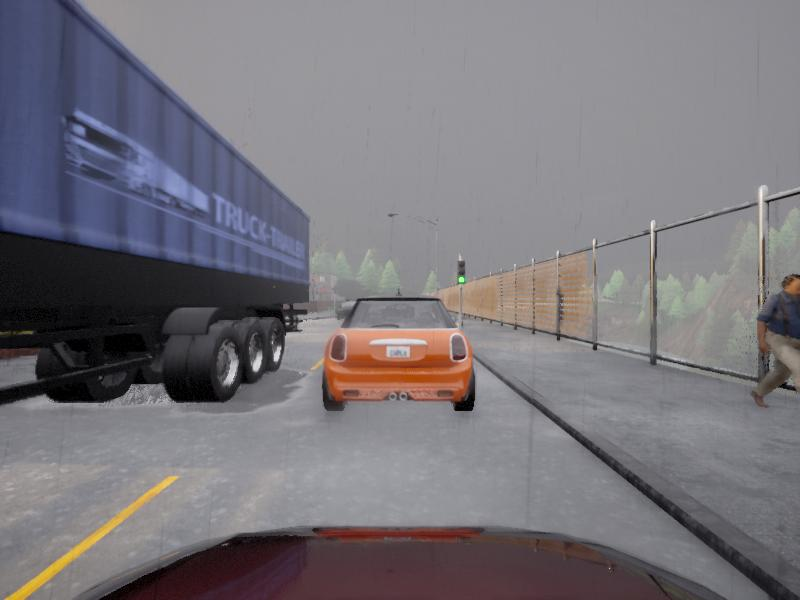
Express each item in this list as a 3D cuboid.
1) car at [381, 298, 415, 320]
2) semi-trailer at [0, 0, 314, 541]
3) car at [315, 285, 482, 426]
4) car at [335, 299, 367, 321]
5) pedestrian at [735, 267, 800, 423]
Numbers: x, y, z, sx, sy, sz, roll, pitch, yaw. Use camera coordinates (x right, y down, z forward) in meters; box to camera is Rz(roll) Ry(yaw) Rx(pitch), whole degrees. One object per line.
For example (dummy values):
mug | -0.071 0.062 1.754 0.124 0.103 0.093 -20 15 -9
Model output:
car | -0.106 0.694 33.923 2.097 1.767 4.553 0 0 10
semi-trailer | -3.978 -0.619 4.948 2.717 4.402 14.254 0 0 0
car | 0.003 0.694 7.304 2.097 1.767 4.553 0 0 1
car | -3.844 0.771 32.225 1.930 1.638 5.238 0 0 0
pedestrian | 5.001 0.533 5.142 0.751 1.860 0.751 0 0 -2
